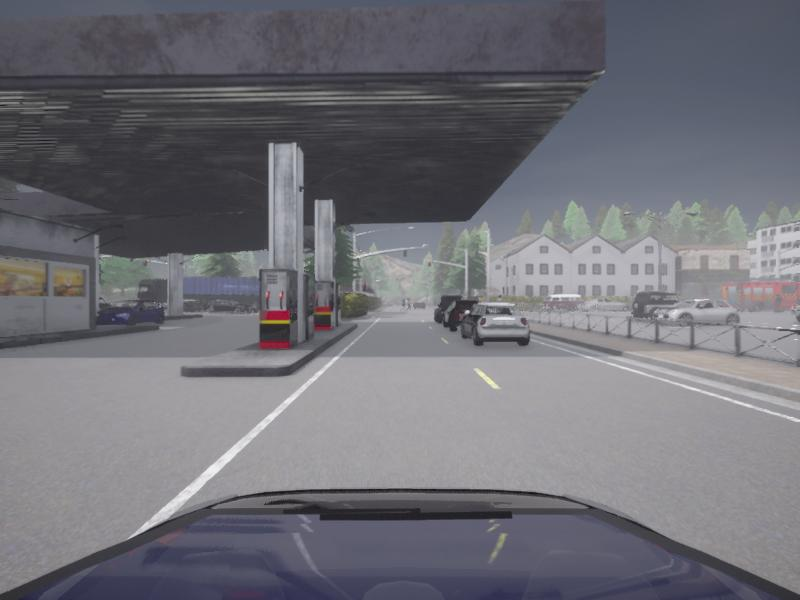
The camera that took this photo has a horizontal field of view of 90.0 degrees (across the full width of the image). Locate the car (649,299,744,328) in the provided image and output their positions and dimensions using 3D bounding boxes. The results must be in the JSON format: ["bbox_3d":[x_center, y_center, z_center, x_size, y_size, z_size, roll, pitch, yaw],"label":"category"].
[{"bbox_3d":[16.182,0.711,21.984,3.806,1.475,1.970,0,0,-1],"label":"car"}]

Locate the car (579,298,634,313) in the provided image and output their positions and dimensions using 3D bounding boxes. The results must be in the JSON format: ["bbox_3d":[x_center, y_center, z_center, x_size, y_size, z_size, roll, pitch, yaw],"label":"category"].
[{"bbox_3d":[22.823,0.602,44.428,5.027,1.651,2.152,0,0,-1],"label":"car"}]

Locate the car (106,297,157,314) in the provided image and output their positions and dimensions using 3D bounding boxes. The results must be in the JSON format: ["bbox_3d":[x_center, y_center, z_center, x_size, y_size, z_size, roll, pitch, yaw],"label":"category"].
[{"bbox_3d":[-29.909,0.626,44.578,4.611,1.667,2.242,-2,0,15],"label":"car"}]

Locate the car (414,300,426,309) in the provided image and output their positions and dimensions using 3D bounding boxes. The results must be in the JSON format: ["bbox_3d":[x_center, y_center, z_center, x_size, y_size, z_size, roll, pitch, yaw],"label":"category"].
[{"bbox_3d":[3.489,0.843,71.648,1.882,1.535,5.008,0,0,0],"label":"car"}]

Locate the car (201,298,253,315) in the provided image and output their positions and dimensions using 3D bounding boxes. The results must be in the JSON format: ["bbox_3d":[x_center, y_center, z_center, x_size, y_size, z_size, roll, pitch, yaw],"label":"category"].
[{"bbox_3d":[-19.076,0.699,44.269,4.902,1.511,2.128,2,2,0],"label":"car"}]

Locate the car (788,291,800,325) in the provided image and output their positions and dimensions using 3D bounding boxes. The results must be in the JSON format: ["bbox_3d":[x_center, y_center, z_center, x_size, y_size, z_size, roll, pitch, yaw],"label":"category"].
[{"bbox_3d":[24.661,0.447,22.073,4.605,1.855,1.932,0,0,-1],"label":"car"}]

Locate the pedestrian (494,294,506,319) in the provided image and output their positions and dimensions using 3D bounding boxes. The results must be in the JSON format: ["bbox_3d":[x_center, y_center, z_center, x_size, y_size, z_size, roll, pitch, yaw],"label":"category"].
[{"bbox_3d":[7.631,0.494,30.512,0.751,1.860,0.751,0,0,4],"label":"pedestrian"}]

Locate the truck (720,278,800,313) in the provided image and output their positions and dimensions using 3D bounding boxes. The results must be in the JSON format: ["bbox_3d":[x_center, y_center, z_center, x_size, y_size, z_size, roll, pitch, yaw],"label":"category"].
[{"bbox_3d":[41.018,-0.500,44.514,8.468,3.827,2.891,0,0,0],"label":"truck"}]

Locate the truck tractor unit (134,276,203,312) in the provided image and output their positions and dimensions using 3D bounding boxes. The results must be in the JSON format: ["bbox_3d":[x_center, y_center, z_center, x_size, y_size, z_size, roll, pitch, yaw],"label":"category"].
[{"bbox_3d":[-27.561,-0.686,47.869,6.516,4.208,3.053,0,0,2],"label":"truck tractor unit"}]

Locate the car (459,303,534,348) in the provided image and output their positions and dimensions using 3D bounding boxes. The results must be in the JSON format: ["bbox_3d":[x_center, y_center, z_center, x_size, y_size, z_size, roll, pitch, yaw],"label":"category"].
[{"bbox_3d":[3.500,0.858,15.249,1.970,1.475,3.806,0,0,0],"label":"car"}]

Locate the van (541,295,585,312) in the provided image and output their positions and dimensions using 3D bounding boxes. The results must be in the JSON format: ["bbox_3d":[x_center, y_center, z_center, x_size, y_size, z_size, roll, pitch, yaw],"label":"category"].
[{"bbox_3d":[19.540,0.393,47.997,4.480,2.038,2.069,0,0,-5],"label":"van"}]

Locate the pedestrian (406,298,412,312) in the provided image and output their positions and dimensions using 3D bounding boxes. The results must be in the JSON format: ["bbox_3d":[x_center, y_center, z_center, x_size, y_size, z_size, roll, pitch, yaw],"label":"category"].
[{"bbox_3d":[1.193,0.612,53.070,0.751,1.860,0.751,0,0,6],"label":"pedestrian"}]

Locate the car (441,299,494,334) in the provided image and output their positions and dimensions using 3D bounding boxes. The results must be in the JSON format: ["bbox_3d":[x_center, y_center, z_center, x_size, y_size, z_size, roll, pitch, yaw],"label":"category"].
[{"bbox_3d":[3.498,0.784,21.572,2.033,1.649,4.856,0,0,0],"label":"car"}]

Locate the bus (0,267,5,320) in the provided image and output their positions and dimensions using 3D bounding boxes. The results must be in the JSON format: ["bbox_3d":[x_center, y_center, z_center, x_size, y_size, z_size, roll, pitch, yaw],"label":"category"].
[{"bbox_3d":[-34.079,-0.527,27.370,3.944,4.253,10.273,0,0,0],"label":"bus"}]

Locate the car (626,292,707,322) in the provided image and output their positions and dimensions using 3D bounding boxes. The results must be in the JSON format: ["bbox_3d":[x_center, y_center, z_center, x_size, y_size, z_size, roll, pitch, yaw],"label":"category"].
[{"bbox_3d":[16.773,0.428,25.312,3.866,1.878,1.905,0,0,-1],"label":"car"}]

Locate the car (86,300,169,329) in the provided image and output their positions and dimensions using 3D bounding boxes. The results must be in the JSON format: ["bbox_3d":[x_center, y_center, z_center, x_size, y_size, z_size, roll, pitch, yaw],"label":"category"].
[{"bbox_3d":[-17.230,0.831,25.651,2.242,1.667,4.611,0,0,-1],"label":"car"}]

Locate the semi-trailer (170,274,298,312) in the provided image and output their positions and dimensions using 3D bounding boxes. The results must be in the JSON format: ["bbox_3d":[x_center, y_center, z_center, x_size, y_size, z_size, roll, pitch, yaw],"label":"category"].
[{"bbox_3d":[-19.644,-0.795,47.827,14.254,4.402,2.717,0,0,0],"label":"semi-trailer"}]

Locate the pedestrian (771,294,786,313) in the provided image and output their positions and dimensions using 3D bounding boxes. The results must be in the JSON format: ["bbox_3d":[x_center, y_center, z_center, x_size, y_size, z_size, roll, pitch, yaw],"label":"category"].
[{"bbox_3d":[37.410,0.305,39.554,0.751,1.860,0.751,0,0,2],"label":"pedestrian"}]

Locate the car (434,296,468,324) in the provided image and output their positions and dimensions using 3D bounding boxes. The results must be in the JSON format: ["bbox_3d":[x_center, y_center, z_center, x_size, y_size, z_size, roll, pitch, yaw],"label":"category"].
[{"bbox_3d":[3.498,0.655,28.025,1.905,1.878,3.866,0,0,0],"label":"car"}]
